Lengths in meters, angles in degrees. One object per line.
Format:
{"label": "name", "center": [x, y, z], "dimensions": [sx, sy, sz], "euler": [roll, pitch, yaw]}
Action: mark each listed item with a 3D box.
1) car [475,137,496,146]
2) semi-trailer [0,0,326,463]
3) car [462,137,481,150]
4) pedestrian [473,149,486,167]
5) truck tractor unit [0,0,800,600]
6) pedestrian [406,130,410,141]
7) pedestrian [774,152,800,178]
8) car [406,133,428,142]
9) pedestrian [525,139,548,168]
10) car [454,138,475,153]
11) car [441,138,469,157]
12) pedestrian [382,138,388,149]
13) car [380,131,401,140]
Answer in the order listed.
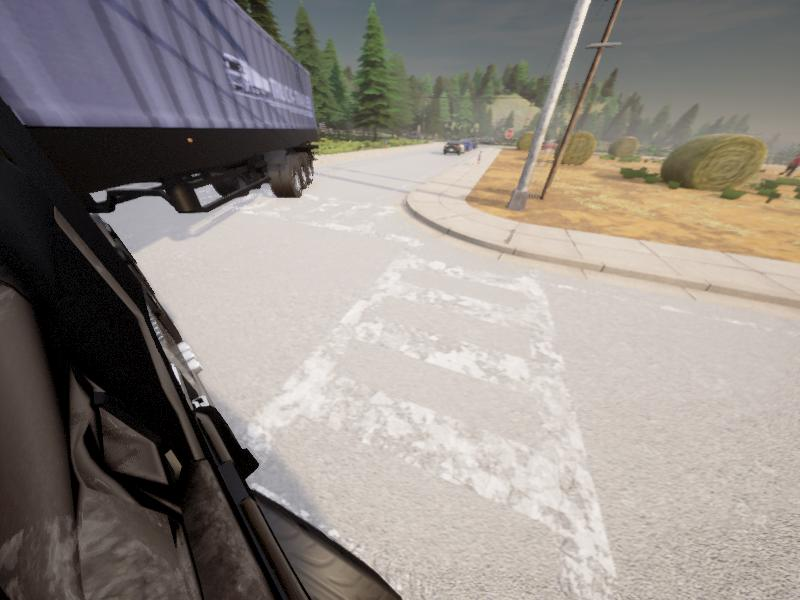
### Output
{"label": "car", "center": [18.768, -34.894, 50.810], "dimensions": [3.806, 1.475, 1.970], "euler": [17, 39, 18]}
{"label": "semi-trailer", "center": [-4.753, -4.728, 6.024], "dimensions": [2.717, 4.402, 14.254], "euler": [-2, 37, -6]}
{"label": "car", "center": [11.681, -25.533, 37.697], "dimensions": [2.007, 1.525, 4.514], "euler": [15, 38, 16]}
{"label": "pedestrian", "center": [5.863, -10.433, 16.991], "dimensions": [0.500, 1.100, 0.500], "euler": [25, 42, 27]}
{"label": "truck tractor unit", "center": [-2.645, -0.295, 0.351], "dimensions": [6.516, 4.208, 3.053], "euler": [28, 44, 30]}
{"label": "pedestrian", "center": [1.743, -35.728, 50.084], "dimensions": [0.751, 1.860, 0.751], "euler": [5, 37, 3]}
{"label": "pedestrian", "center": [34.065, -11.637, 19.951], "dimensions": [0.751, 1.860, 0.751], "euler": [13, 38, 14]}
{"label": "car", "center": [3.788, -37.186, 52.773], "dimensions": [4.514, 1.525, 2.007], "euler": [18, 39, 20]}
{"label": "pedestrian", "center": [10.516, -11.309, 17.836], "dimensions": [0.751, 1.860, 0.751], "euler": [-29, 47, -36]}
{"label": "car", "center": [9.115, -21.793, 32.462], "dimensions": [1.882, 1.535, 5.008], "euler": [15, 38, 16]}
{"label": "car", "center": [6.595, -18.123, 27.341], "dimensions": [2.038, 1.542, 4.974], "euler": [15, 38, 16]}
{"label": "pedestrian", "center": [-1.780, -18.549, 27.378], "dimensions": [0.500, 1.100, 0.500], "euler": [23, 41, 25]}
{"label": "car", "center": [-2.267, -39.048, 54.846], "dimensions": [4.514, 1.525, 2.007], "euler": [17, 39, 18]}
